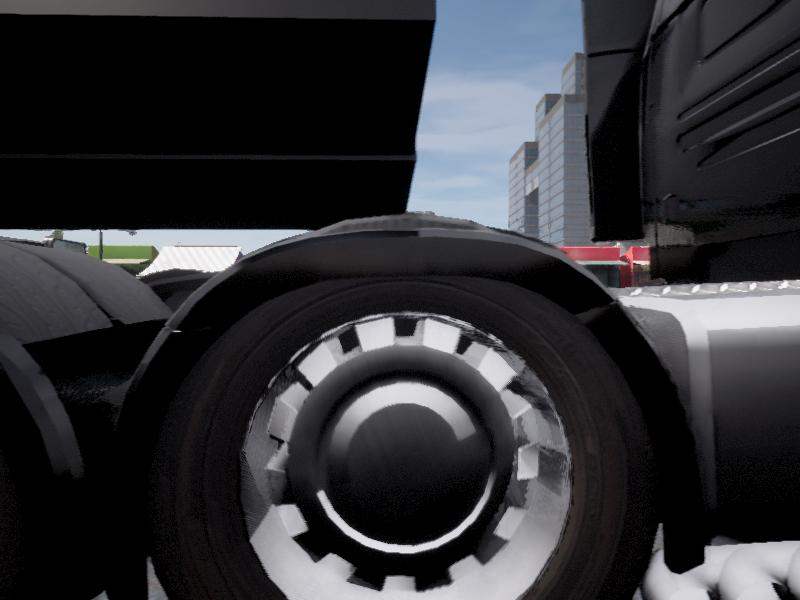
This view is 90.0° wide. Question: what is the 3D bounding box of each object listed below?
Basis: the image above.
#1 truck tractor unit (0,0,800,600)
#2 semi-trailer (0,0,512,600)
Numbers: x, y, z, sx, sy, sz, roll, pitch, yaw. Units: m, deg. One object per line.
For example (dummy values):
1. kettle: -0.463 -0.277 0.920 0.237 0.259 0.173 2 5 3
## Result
1. truck tractor unit: 0.950 -1.123 2.111 6.516 4.208 3.053 0 0 -2
2. semi-trailer: -6.956 -1.225 1.891 14.254 4.402 2.717 0 0 -2
